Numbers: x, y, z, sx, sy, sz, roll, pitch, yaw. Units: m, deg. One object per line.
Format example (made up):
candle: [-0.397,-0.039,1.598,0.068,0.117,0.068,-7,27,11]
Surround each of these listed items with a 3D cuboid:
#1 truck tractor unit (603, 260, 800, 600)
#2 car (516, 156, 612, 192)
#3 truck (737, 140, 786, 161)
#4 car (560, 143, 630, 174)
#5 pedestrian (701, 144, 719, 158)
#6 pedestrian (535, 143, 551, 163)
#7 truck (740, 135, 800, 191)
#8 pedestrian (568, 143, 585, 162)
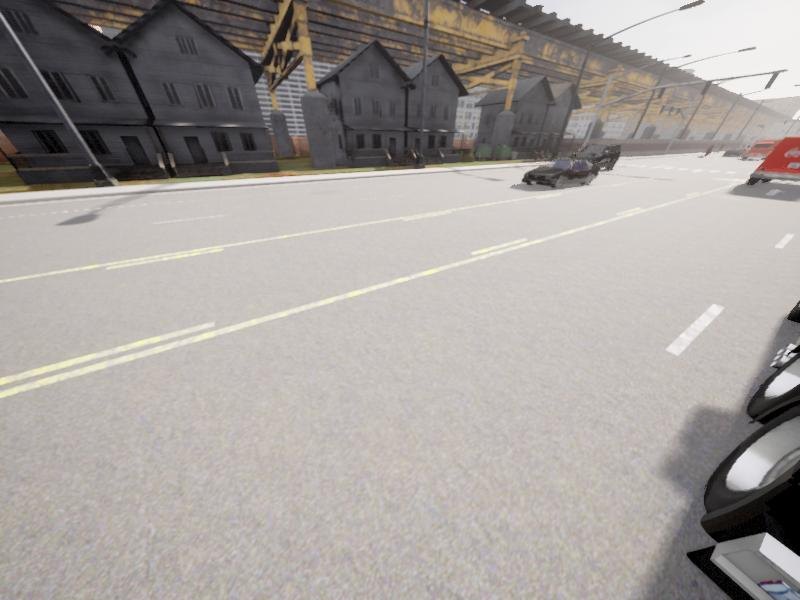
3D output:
truck tractor unit: [5.100,-0.312,0.787,6.516,4.208,3.053,-19,39,-24]
car: [9.831,-7.659,13.862,5.357,1.411,2.033,-18,39,-24]
truck: [52.964,-22.003,33.878,5.204,2.467,2.627,-20,39,-27]
car: [17.372,-12.723,20.617,5.566,2.045,2.150,-19,39,-24]
pedestrian: [50.843,-24.489,37.922,0.751,1.860,0.751,7,35,9]
pedestrian: [15.924,-16.407,25.762,0.751,1.860,0.751,-22,41,-29]
truck: [23.777,-8.100,13.634,5.204,2.467,2.627,-17,38,-25]
pedestrian: [20.845,-17.439,27.284,0.751,1.860,0.751,-11,36,-16]
